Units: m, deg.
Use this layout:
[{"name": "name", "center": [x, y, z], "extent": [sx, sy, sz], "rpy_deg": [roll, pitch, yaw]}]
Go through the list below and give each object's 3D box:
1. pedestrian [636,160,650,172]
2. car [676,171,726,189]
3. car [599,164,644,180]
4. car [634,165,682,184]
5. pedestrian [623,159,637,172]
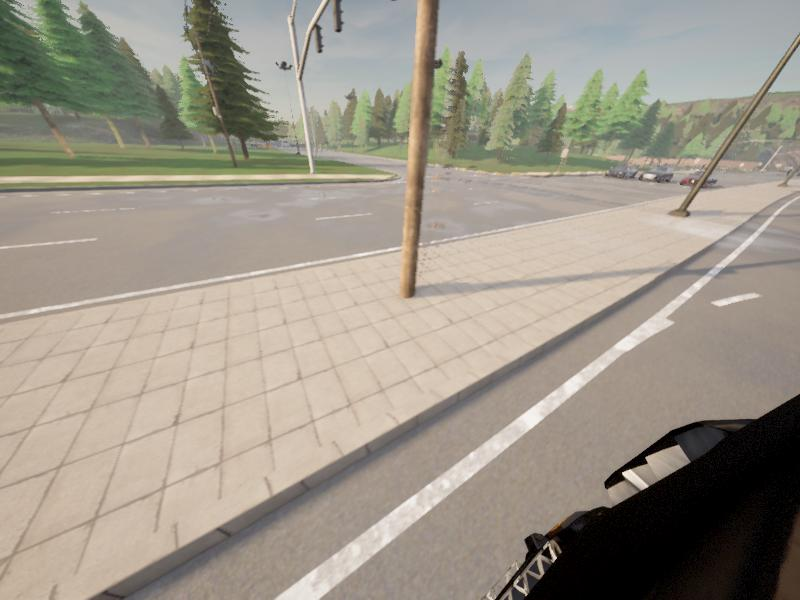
[{"name": "pedestrian", "center": [43.108, -23.790, 41.013], "extent": [0.751, 1.860, 0.751], "rpy_deg": [-14, 37, -24]}, {"name": "car", "center": [30.872, -12.387, 23.712], "extent": [4.181, 1.385, 1.994], "rpy_deg": [-16, 38, -26]}, {"name": "car", "center": [27.569, -15.998, 28.736], "extent": [4.974, 1.542, 2.038], "rpy_deg": [-16, 38, -26]}, {"name": "car", "center": [29.374, -14.321, 26.274], "extent": [4.856, 1.649, 2.033], "rpy_deg": [-16, 38, -27]}, {"name": "pedestrian", "center": [39.127, -22.845, 39.287], "extent": [0.751, 1.860, 0.751], "rpy_deg": [-15, 38, -25]}]
